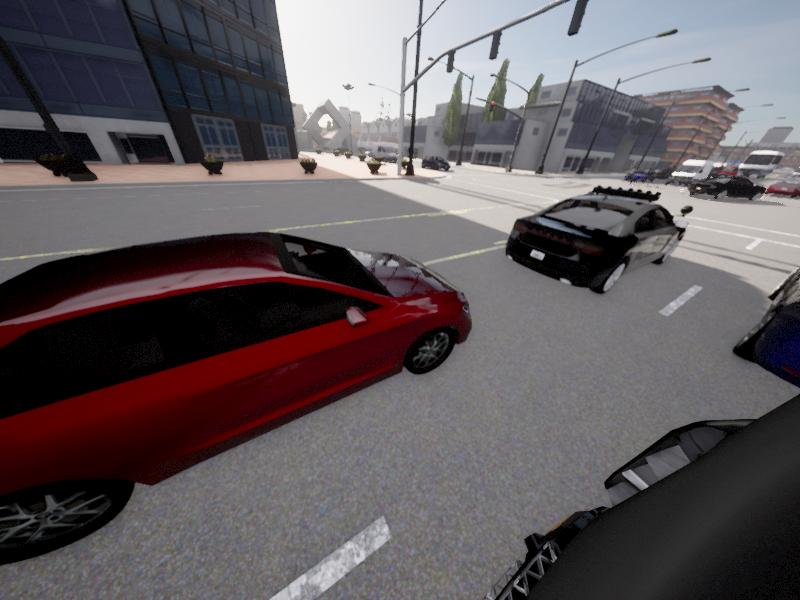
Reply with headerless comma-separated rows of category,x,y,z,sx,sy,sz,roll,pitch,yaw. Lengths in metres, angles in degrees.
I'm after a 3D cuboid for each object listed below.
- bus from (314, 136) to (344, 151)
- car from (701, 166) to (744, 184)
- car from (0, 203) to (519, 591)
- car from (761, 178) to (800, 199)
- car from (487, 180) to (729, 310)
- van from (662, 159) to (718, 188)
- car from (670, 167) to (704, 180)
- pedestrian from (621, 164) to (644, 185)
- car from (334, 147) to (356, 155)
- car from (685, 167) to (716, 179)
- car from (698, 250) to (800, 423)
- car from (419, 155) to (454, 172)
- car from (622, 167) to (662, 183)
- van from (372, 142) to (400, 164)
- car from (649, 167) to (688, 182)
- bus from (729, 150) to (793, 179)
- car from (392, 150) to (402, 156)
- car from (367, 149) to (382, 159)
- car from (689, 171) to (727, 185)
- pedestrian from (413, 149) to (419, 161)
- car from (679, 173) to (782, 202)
bus,-26.745,-59.509,87.864,10.273,4.253,3.944,-3,34,-11
car,47.120,-18.352,33.725,5.566,2.045,2.150,-16,38,-26
car,-1.187,0.140,2.285,4.193,1.474,1.816,-16,38,-26
car,37.816,-10.928,22.500,4.181,1.385,1.994,-15,38,-25
car,4.755,-1.639,5.266,5.238,1.638,1.930,-16,38,-26
van,33.395,-14.573,26.566,5.915,2.561,1.988,-16,38,-26
car,45.081,-19.801,36.217,5.008,1.535,1.882,-16,38,-26
pedestrian,24.013,-12.999,23.940,0.751,1.860,0.751,13,34,14
car,-13.858,-37.485,58.043,4.892,1.490,1.837,-15,38,-26
car,51.019,-21.578,39.222,4.892,1.490,1.837,-17,38,-26
car,6.343,0.203,2.753,4.792,1.488,2.163,-16,38,-26
car,4.329,-16.678,28.087,1.816,1.474,4.193,-15,38,-26
car,29.736,-15.339,28.377,4.193,1.474,1.816,-16,38,-26
van,-2.340,-23.812,37.350,1.988,2.561,5.915,-15,38,-26
car,37.785,-17.687,32.473,5.238,1.638,1.930,-16,38,-26
bus,67.762,-25.392,43.390,10.273,4.253,3.944,-16,38,-26
car,-1.092,-50.623,79.310,2.007,1.525,4.514,-8,35,-17
car,-5.570,-31.741,50.174,2.033,1.411,5.357,-8,35,-17
car,40.810,-16.196,30.630,4.674,1.442,1.812,-16,38,-26
pedestrian,3.003,-27.496,43.778,0.751,1.860,0.751,-22,41,-34
car,25.234,-8.663,17.791,5.008,1.535,1.882,0,34,-6
